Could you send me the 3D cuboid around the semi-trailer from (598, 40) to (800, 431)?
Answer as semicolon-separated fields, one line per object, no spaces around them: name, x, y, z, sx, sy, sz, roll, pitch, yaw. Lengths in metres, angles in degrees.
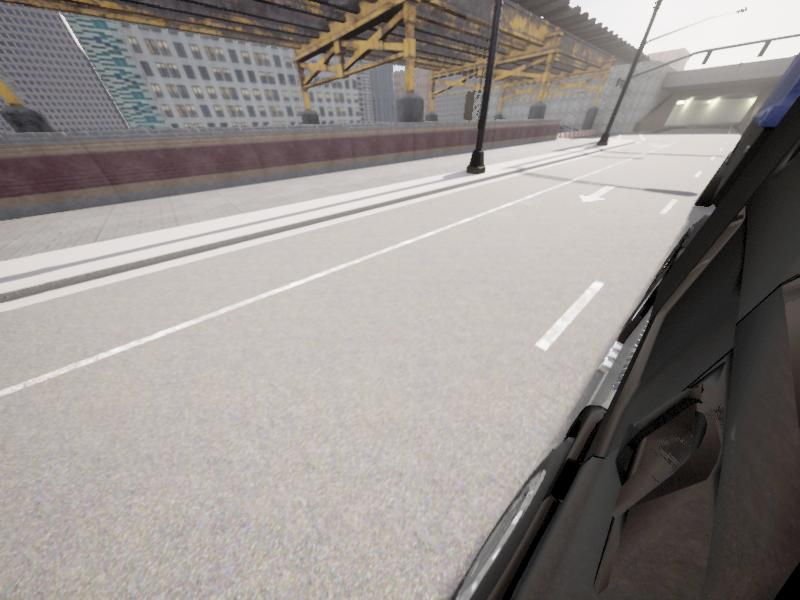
semi-trailer;8.697;-3.586;4.255;14.254;4.402;2.717;-28;44;-30

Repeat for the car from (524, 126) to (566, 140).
car;22.796;-26.356;36.409;4.974;1.542;2.038;1;37;4

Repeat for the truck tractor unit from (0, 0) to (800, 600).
truck tractor unit;2.645;-0.295;0.352;6.516;4.208;3.053;-28;44;-30
